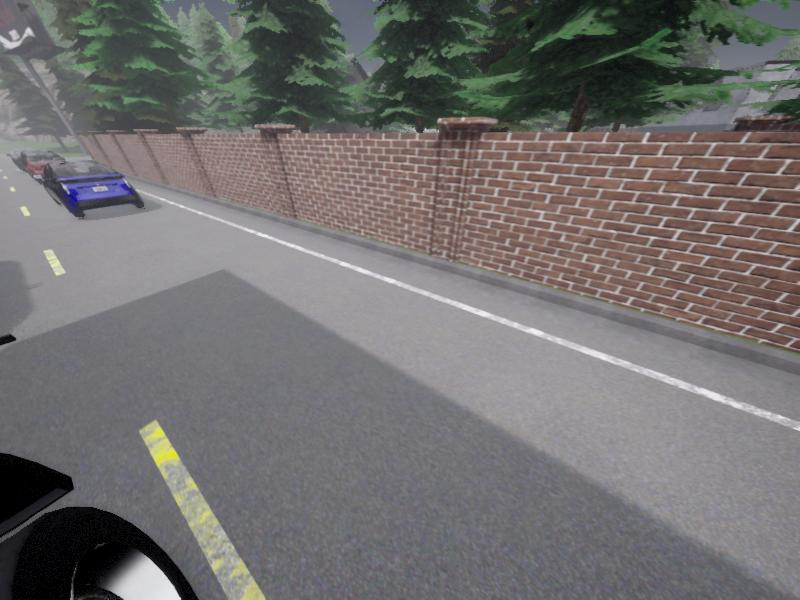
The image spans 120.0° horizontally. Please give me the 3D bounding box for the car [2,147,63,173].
[{"bbox_3d":[-28.495,-10.905,17.916,4.674,1.442,1.812,22,40,27],"label":"car"}]

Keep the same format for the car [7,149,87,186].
[{"bbox_3d":[-20.754,-7.893,13.610,3.705,1.549,1.789,22,40,27],"label":"car"}]

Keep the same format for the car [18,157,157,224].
[{"bbox_3d":[-11.433,-4.210,8.473,4.514,1.525,2.007,22,40,27],"label":"car"}]
